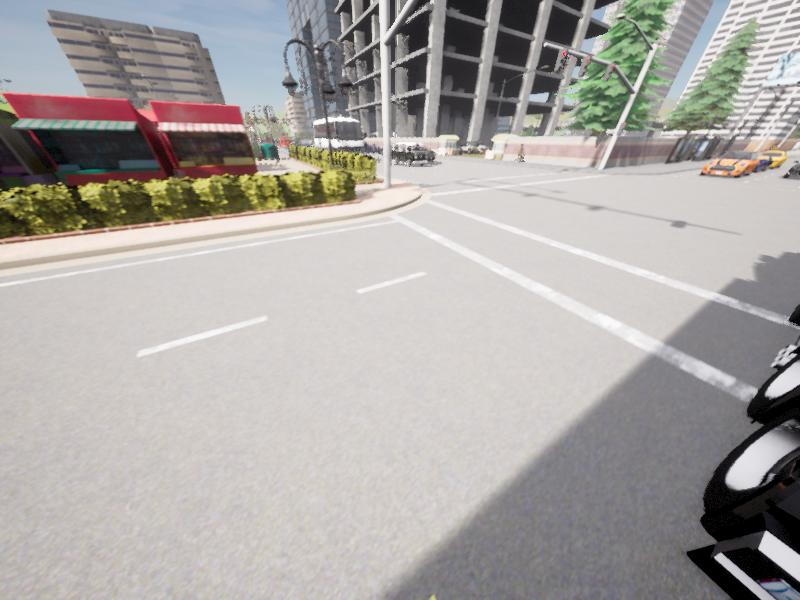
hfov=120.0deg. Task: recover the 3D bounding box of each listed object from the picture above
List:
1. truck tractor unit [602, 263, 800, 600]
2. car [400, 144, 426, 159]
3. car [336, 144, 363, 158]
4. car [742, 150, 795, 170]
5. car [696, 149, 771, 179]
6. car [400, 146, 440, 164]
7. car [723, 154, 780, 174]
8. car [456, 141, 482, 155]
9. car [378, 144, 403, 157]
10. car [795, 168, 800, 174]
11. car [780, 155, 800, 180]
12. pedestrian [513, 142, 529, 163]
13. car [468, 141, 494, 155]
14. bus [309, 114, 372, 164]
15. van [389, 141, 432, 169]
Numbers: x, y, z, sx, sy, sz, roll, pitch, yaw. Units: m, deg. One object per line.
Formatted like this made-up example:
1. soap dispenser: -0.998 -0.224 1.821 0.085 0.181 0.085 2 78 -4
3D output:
1. truck tractor unit: 5.109 -0.301 0.787 6.516 4.208 3.053 -18 39 -24
2. car: 1.783 -21.246 33.041 1.851 1.617 3.988 -18 39 -25
3. car: -7.718 -22.651 34.955 2.152 1.651 5.027 -18 39 -25
4. car: 38.331 -14.603 24.006 5.008 1.535 1.882 -18 39 -24
5. car: 26.254 -10.794 18.194 4.553 1.767 2.097 -18 39 -24
6. car: 2.202 -16.816 26.765 2.128 1.511 4.902 -18 39 -24
7. car: 32.322 -12.557 21.221 4.718 1.301 1.895 -18 39 -24
8. car: 11.871 -26.375 40.024 1.905 1.878 3.866 -18 39 -24
9. car: -1.552 -24.481 37.717 1.882 1.535 5.008 -18 39 -25
10. car: 37.274 -11.937 20.203 4.892 1.490 1.837 -18 39 -24
11. car: 31.026 -9.910 17.232 4.892 1.490 1.837 -18 39 -25
12. pedestrian: 12.942 -15.782 24.768 0.751 1.860 0.751 -13 37 -19
13. car: 14.418 -27.204 41.239 1.905 1.878 3.866 -18 39 -24
14. bus: -7.606 -19.804 28.563 3.944 4.253 10.273 -18 39 -25
15. van: 0.885 -14.388 22.799 2.069 2.038 4.480 -18 39 -25
